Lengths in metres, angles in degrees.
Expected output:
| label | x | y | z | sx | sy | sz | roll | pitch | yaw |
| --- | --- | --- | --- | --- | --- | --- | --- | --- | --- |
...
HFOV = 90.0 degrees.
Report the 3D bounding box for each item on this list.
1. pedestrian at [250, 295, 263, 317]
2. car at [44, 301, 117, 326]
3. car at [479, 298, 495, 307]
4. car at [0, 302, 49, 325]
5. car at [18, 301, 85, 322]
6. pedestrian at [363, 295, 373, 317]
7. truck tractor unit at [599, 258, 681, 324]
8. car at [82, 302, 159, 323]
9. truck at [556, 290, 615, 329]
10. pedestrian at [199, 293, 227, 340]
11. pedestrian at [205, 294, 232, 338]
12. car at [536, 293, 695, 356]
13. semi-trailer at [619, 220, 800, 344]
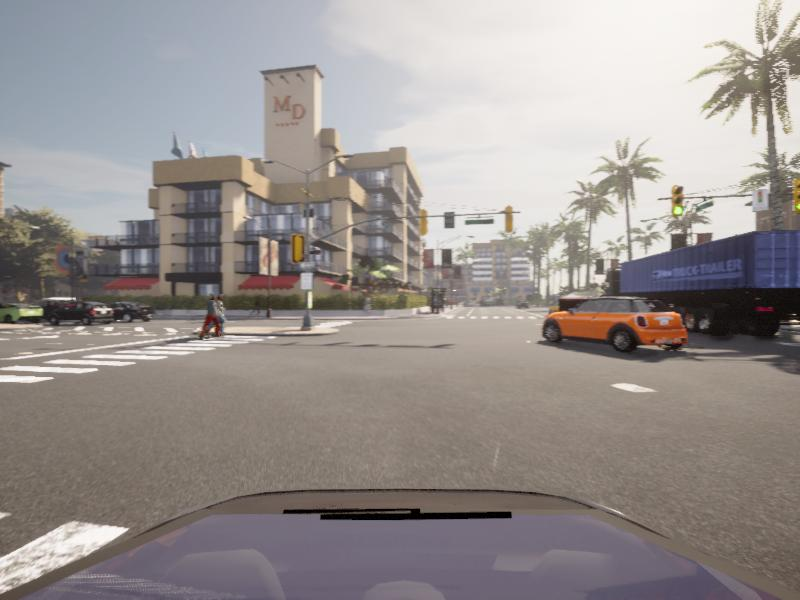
| label | x | y | z | sx | sy | sz | roll | pitch | yaw |
| --- | --- | --- | --- | --- | --- | --- | --- | --- | --- |
| pedestrian | -12.502 | 0.521 | 34.931 | 0.751 | 1.860 | 0.751 | 0 | 0 | 14 |
| car | -21.025 | 0.870 | 26.383 | 3.705 | 1.549 | 1.789 | 0 | 0 | 11 |
| car | 19.483 | 0.537 | 89.666 | 2.150 | 2.045 | 5.566 | 0 | 0 | -3 |
| car | -27.098 | 0.898 | 27.544 | 4.514 | 1.525 | 2.007 | 0 | 0 | 11 |
| car | -27.089 | 0.858 | 31.117 | 3.988 | 1.617 | 1.851 | 0 | 0 | 11 |
| pedestrian | -2.844 | 0.498 | 35.047 | 0.751 | 1.860 | 0.751 | 0 | 0 | -14 |
| truck tractor unit | 17.047 | -0.560 | 28.995 | 3.053 | 4.208 | 6.516 | 0 | 0 | 11 |
| car | -20.841 | 0.900 | 29.912 | 4.892 | 1.490 | 1.837 | 0 | 0 | 11 |
| truck | 11.637 | 0.519 | 24.817 | 2.390 | 2.098 | 6.274 | 0 | 0 | 34 |
| pedestrian | -7.636 | 0.659 | 16.359 | 0.751 | 1.860 | 0.751 | 0 | 0 | 12 |
| pedestrian | -7.877 | 0.659 | 17.374 | 0.751 | 1.860 | 0.751 | 0 | 0 | 14 |
| car | 6.967 | 0.680 | 13.617 | 2.097 | 1.767 | 4.553 | 0 | 0 | -19 |
| semi-trailer | 15.491 | -0.652 | 21.233 | 2.717 | 4.402 | 14.254 | 0 | 0 | 11 |
